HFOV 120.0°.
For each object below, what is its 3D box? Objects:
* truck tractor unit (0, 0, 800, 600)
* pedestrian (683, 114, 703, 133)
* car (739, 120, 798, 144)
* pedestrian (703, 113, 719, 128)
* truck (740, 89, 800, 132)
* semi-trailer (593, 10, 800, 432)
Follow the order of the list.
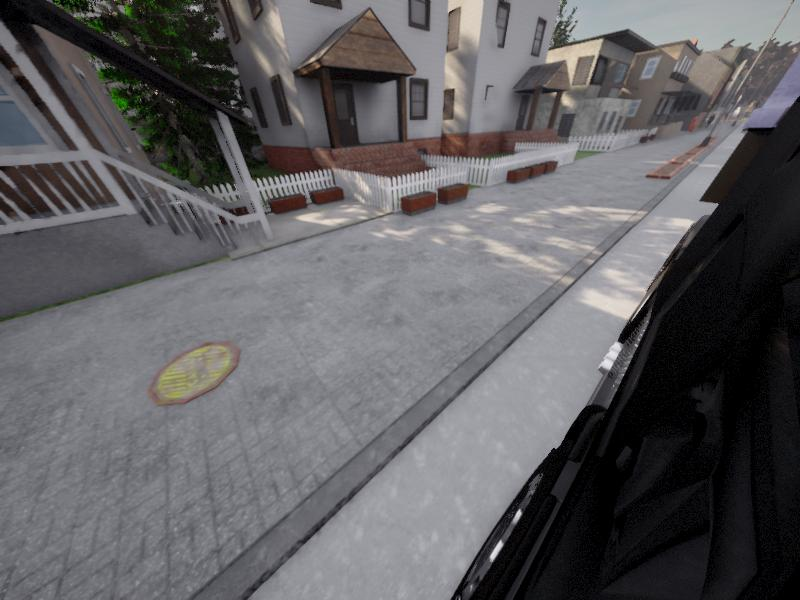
[{"bbox_3d":[2.645,-0.295,0.352,6.516,4.208,3.053,-28,44,-30],"label":"truck tractor unit"},{"bbox_3d":[37.293,-22.463,29.424,0.751,1.860,0.751,-22,41,-23],"label":"pedestrian"},{"bbox_3d":[30.184,-13.854,19.025,4.181,1.385,1.994,-28,44,-30],"label":"car"},{"bbox_3d":[48.613,-28.038,36.122,0.751,1.860,0.751,-28,44,-30],"label":"pedestrian"},{"bbox_3d":[46.698,-23.696,29.027,8.468,3.827,2.891,-28,44,-30],"label":"truck"},{"bbox_3d":[8.956,-3.422,3.946,14.254,4.402,2.717,-25,42,-27],"label":"semi-trailer"}]
